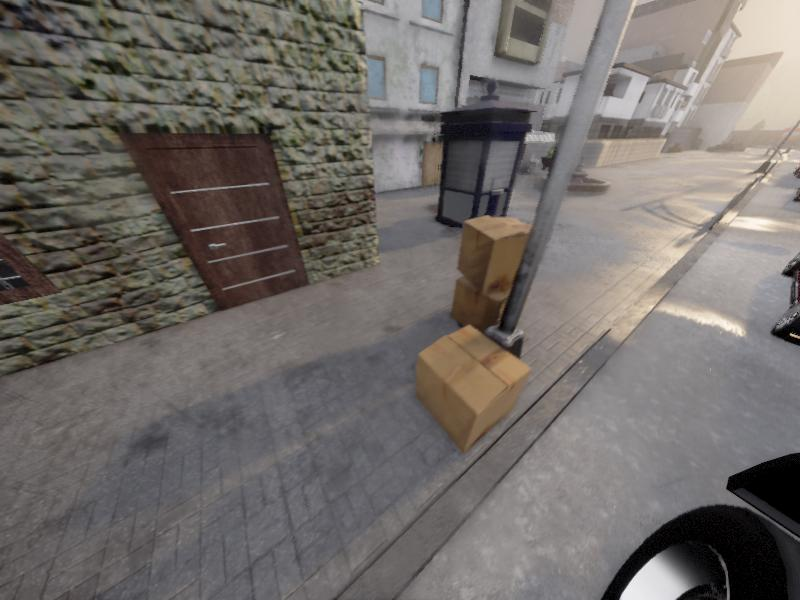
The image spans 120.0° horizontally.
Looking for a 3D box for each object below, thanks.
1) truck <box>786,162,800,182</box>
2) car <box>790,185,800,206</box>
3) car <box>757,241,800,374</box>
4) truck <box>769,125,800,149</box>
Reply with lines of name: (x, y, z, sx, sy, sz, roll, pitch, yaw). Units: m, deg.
truck: (26.583, -8.611, 13.739, 5.204, 2.467, 2.627, -23, 41, -27)
car: (17.640, -4.524, 9.005, 4.181, 1.385, 1.994, -22, 41, -28)
car: (6.916, -0.158, 2.957, 4.718, 1.301, 1.895, -22, 41, -28)
truck: (79.544, -31.187, 44.209, 2.891, 3.827, 8.468, -22, 41, -28)
